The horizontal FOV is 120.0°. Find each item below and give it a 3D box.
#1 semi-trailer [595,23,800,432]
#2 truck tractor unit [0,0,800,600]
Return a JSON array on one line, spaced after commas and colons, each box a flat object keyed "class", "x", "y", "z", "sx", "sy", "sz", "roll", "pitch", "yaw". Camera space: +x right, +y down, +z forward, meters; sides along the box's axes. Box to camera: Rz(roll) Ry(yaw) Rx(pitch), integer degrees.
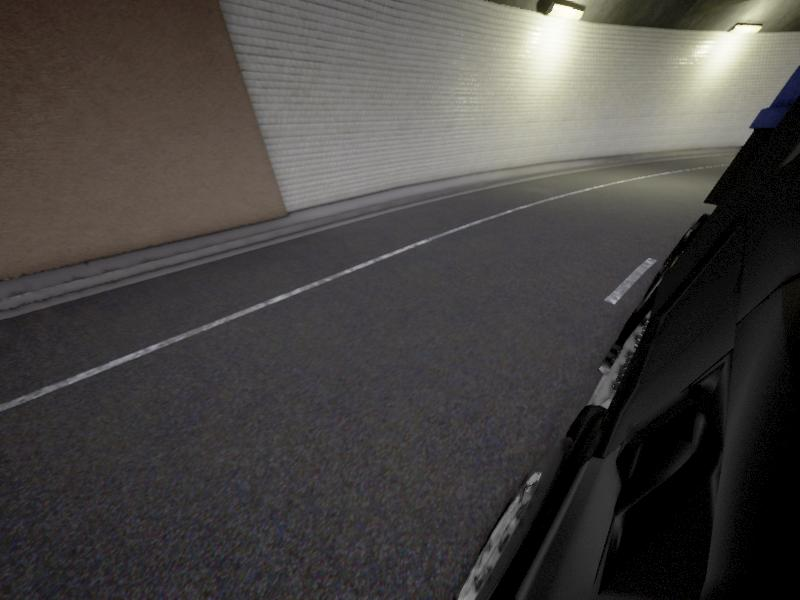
[{"class": "semi-trailer", "x": 8.846, "y": -3.506, "z": 4.066, "sx": 14.254, "sy": 4.402, "sz": 2.717, "roll": -26, "pitch": 43, "yaw": -28}, {"class": "truck tractor unit", "x": 2.645, "y": -0.295, "z": 0.351, "sx": 6.516, "sy": 4.208, "sz": 3.053, "roll": -28, "pitch": 44, "yaw": -30}]
